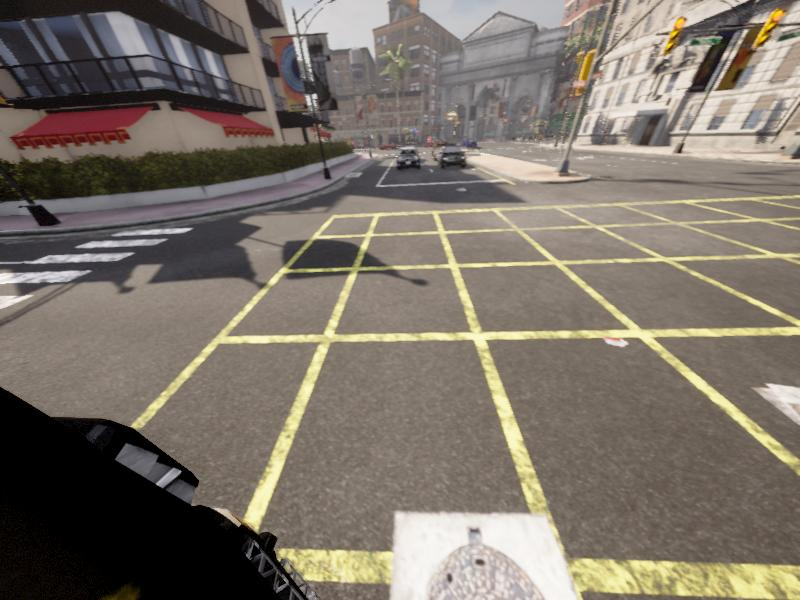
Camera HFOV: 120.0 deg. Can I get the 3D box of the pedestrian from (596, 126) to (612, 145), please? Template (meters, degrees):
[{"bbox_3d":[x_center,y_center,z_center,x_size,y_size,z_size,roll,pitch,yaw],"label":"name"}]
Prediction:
[{"bbox_3d":[25.994,-20.929,29.453,0.751,1.860,0.751,0,35,5],"label":"pedestrian"}]

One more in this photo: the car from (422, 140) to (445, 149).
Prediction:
[{"bbox_3d":[7.170,-33.614,49.969,1.895,1.301,4.718,-29,43,-32],"label":"car"}]

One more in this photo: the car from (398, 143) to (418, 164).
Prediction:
[{"bbox_3d":[0.867,-15.832,24.838,1.930,1.638,5.238,-1,35,3],"label":"car"}]

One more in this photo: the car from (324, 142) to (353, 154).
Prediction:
[{"bbox_3d":[-13.848,-34.313,52.116,5.566,2.045,2.150,-1,35,3],"label":"car"}]

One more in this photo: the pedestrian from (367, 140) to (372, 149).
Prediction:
[{"bbox_3d":[-7.749,-39.896,59.415,0.751,1.860,0.751,25,44,34],"label":"pedestrian"}]

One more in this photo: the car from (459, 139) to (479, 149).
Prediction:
[{"bbox_3d":[12.362,-28.188,41.653,1.812,1.442,4.674,-6,35,-4],"label":"car"}]

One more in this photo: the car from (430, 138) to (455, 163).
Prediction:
[{"bbox_3d":[4.336,-15.653,24.077,1.932,1.855,4.605,-1,35,3],"label":"car"}]

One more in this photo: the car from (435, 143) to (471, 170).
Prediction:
[{"bbox_3d":[4.147,-11.917,19.066,2.038,1.542,4.974,-1,35,3],"label":"car"}]

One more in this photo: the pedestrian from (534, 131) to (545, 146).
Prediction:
[{"bbox_3d":[21.769,-25.175,36.109,0.751,1.860,0.751,-3,35,1],"label":"pedestrian"}]

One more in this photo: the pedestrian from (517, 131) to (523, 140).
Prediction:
[{"bbox_3d":[30.876,-42.284,59.505,0.751,1.860,0.751,23,43,33],"label":"pedestrian"}]

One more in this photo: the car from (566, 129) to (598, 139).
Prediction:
[{"bbox_3d":[40.768,-37.099,51.790,4.974,1.542,2.038,-1,35,3],"label":"car"}]

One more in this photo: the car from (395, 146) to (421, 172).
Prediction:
[{"bbox_3d":[0.665,-11.919,19.415,1.970,1.475,3.806,-1,35,3],"label":"car"}]

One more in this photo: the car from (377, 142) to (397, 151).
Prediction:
[{"bbox_3d":[-2.850,-34.271,51.612,4.193,1.474,1.816,-1,35,3],"label":"car"}]

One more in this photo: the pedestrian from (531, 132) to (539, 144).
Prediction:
[{"bbox_3d":[26.120,-31.480,44.762,0.751,1.860,0.751,0,35,5],"label":"pedestrian"}]

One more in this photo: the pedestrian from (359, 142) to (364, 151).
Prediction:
[{"bbox_3d":[-9.660,-38.589,57.975,0.751,1.860,0.751,-3,35,1],"label":"pedestrian"}]
